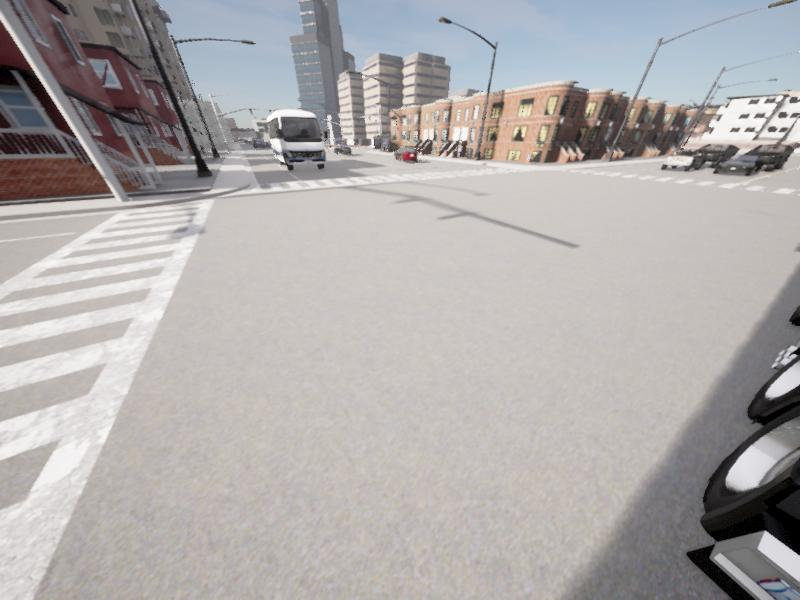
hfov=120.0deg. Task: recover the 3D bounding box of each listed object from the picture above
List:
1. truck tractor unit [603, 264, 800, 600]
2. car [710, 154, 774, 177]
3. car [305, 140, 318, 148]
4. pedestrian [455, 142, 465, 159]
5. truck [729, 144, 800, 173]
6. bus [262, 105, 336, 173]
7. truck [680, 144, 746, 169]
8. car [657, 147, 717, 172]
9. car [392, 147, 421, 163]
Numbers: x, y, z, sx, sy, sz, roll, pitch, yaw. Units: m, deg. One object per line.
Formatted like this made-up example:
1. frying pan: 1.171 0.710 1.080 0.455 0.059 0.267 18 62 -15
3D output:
1. truck tractor unit: 5.109 -0.301 0.787 6.516 4.208 3.053 -18 39 -24
2. car: 28.615 -11.314 19.353 4.181 1.385 1.994 -18 39 -24
3. car: -26.934 -47.188 69.900 2.150 2.045 5.566 -18 39 -24
4. pedestrian: 7.823 -19.483 30.184 0.751 1.860 0.751 -11 36 -16
5. truck: 35.299 -13.769 22.308 6.274 2.098 2.390 -18 39 -24
6. bus: -9.970 -15.220 22.105 3.944 4.253 10.273 -18 39 -24
7. truck: 33.714 -15.560 24.870 6.274 2.098 2.390 -18 39 -24
8. car: 27.049 -13.320 21.780 4.605 1.855 1.932 -18 39 -24
9. car: 0.733 -18.146 28.840 2.163 1.488 4.792 -10 36 -14
